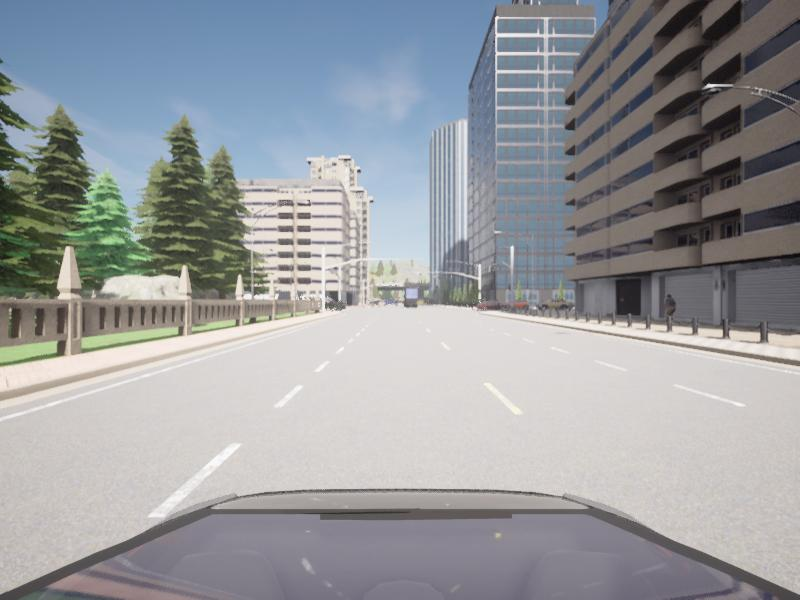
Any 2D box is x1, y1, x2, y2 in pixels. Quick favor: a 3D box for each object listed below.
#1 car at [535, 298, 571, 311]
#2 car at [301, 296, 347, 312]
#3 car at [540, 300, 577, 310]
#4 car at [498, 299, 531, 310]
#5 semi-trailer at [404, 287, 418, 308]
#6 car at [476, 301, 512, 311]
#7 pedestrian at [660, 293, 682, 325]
[{"bbox_3d":[22.836,0.646,59.822,4.605,1.855,1.932,0,0,0],"label":"car"},{"bbox_3d":[-9.927,0.560,52.685,5.566,2.045,2.150,0,0,0],"label":"car"},{"bbox_3d":[25.061,0.832,63.334,4.902,1.511,2.128,0,0,0],"label":"car"},{"bbox_3d":[18.110,0.690,63.312,4.553,1.767,2.097,0,0,0],"label":"car"},{"bbox_3d":[2.459,-0.541,93.371,2.717,4.402,14.254,0,0,-1],"label":"semi-trailer"},{"bbox_3d":[13.134,0.860,56.273,4.674,1.442,1.812,0,0,0],"label":"car"},{"bbox_3d":[15.772,0.501,23.326,0.751,1.860,0.751,0,0,-9],"label":"pedestrian"}]
